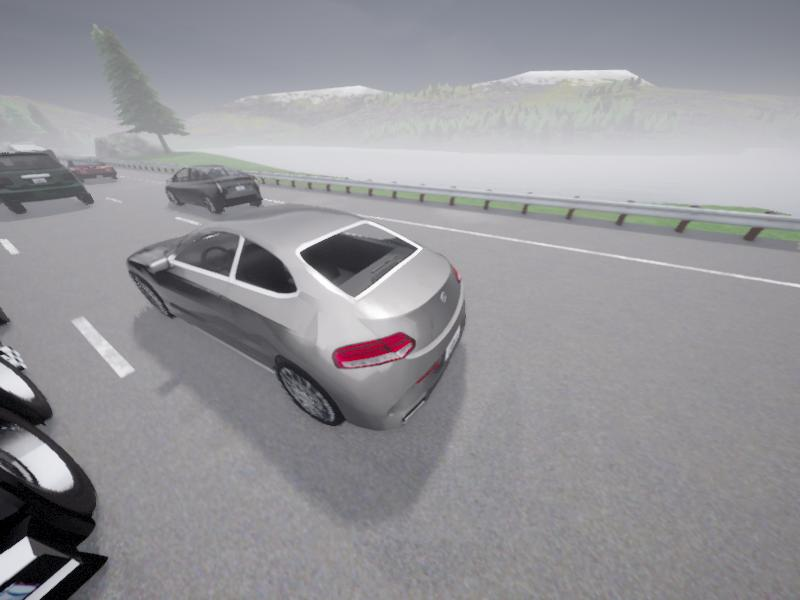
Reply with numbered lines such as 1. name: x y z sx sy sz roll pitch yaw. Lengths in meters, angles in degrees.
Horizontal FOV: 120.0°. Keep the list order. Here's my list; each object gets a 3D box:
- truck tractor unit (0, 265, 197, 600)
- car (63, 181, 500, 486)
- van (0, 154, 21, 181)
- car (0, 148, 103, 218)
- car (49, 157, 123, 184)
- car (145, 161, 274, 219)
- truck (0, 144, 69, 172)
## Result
1. truck tractor unit: -5.115 -0.296 0.784 6.516 4.208 3.053 18 39 24
2. car: -1.651 -0.409 3.198 5.027 1.651 2.152 18 39 24
3. van: -31.008 -10.065 17.021 4.480 2.038 2.069 18 39 24
4. car: -15.842 -5.167 9.818 5.566 2.045 2.150 18 39 24
5. car: -22.271 -9.243 16.399 4.718 1.301 1.895 18 39 24
6. car: -7.707 -4.631 9.415 4.514 1.525 2.007 18 39 24
7. truck: -36.246 -14.086 22.806 6.274 2.098 2.390 18 39 24
